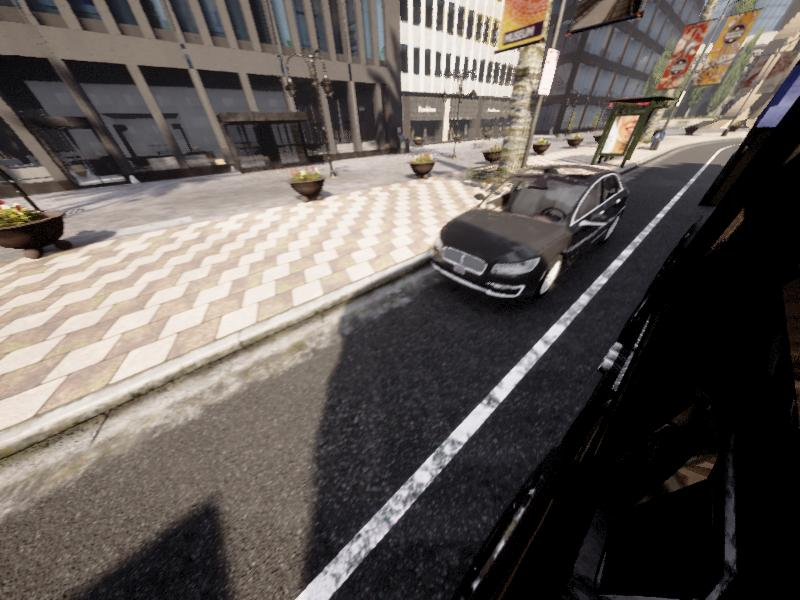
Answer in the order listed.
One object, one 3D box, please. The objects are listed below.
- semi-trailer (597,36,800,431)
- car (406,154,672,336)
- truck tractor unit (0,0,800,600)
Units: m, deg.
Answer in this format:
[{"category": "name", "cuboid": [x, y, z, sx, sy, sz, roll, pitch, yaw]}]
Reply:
[{"category": "semi-trailer", "cuboid": [8.730, -3.563, 4.225, 14.254, 4.402, 2.717, -28, 43, -30]}, {"category": "car", "cuboid": [2.709, -1.634, 4.404, 4.892, 1.521, 2.231, -28, 44, -30]}, {"category": "truck tractor unit", "cuboid": [2.645, -0.295, 0.351, 6.516, 4.208, 3.053, -28, 44, -30]}]
